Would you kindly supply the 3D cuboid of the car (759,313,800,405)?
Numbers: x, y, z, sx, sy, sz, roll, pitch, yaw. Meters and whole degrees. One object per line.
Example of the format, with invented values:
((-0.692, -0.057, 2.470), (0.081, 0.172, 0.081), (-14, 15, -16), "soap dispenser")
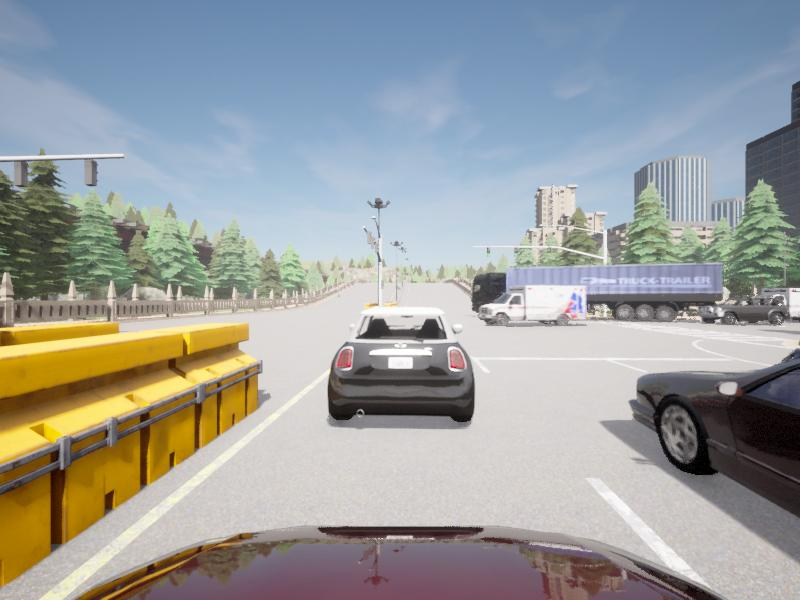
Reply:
((7.009, 0.907, 4.668), (1.994, 1.385, 4.181), (0, 0, 3), "car")

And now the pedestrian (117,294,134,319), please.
((-21.207, 0.485, 30.935), (0.751, 1.860, 0.751), (0, 0, 2), "pedestrian")

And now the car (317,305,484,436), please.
((0.086, 0.853, 6.624), (1.970, 1.475, 3.806), (0, 0, 3), "car")

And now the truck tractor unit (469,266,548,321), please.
((9.170, -0.521, 34.701), (3.053, 4.208, 6.516), (0, 0, -27), "truck tractor unit")

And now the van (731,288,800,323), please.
((27.923, 0.378, 28.642), (6.366, 2.431, 2.351), (0, 0, 2), "van")

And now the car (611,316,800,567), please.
((3.398, 0.895, 2.011), (2.033, 1.411, 5.357), (0, 0, 2), "car")

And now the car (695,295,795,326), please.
((21.721, 0.652, 25.354), (4.605, 1.855, 1.932), (0, 0, 2), "car")

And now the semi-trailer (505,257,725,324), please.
((15.554, -0.626, 30.642), (14.254, 4.402, 2.717), (0, 1, 23), "semi-trailer")

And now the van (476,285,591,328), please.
((8.100, 0.378, 24.512), (6.366, 2.431, 2.351), (0, 0, -11), "van")
